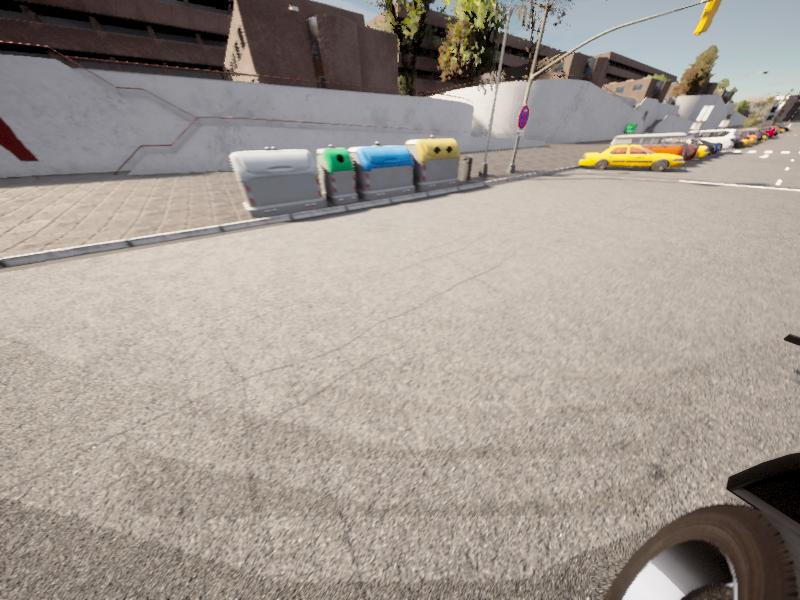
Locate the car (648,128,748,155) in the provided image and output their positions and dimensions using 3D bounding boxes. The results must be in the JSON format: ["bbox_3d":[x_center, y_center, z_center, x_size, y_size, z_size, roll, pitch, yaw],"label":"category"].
[{"bbox_3d":[29.731,-16.036,23.526,5.566,2.045,2.435,20,41,29],"label":"car"}]

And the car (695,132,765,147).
[{"bbox_3d":[47.021,-22.960,33.141,5.366,1.575,1.946,20,40,29],"label":"car"}]

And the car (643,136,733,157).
[{"bbox_3d":[27.323,-14.791,22.300,5.008,1.535,2.097,20,40,29],"label":"car"}]

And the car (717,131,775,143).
[{"bbox_3d":[61.691,-29.156,41.339,5.366,1.575,1.946,20,40,29],"label":"car"}]

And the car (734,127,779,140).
[{"bbox_3d":[73.846,-34.620,48.003,4.442,1.987,1.878,20,41,29],"label":"car"}]

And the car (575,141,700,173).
[{"bbox_3d":[15.264,-9.543,15.406,5.366,1.575,1.946,20,40,29],"label":"car"}]

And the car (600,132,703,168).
[{"bbox_3d":[17.643,-10.786,16.672,4.442,1.987,1.878,20,40,29],"label":"car"}]

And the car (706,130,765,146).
[{"bbox_3d":[51.776,-25.156,35.885,4.553,1.767,2.185,20,41,29],"label":"car"}]

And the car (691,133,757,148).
[{"bbox_3d":[44.399,-21.973,31.889,4.792,1.488,2.163,20,40,29],"label":"car"}]

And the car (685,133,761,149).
[{"bbox_3d":[42.133,-20.915,30.399,5.366,1.575,1.946,20,40,29],"label":"car"}]

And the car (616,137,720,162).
[{"bbox_3d":[22.285,-12.770,19.661,5.366,1.575,1.946,20,41,29],"label":"car"}]

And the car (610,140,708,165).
[{"bbox_3d":[19.971,-11.656,18.243,4.792,1.488,2.163,20,41,29],"label":"car"}]

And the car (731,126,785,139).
[{"bbox_3d":[76.216,-35.727,49.378,5.566,2.045,2.435,20,41,29],"label":"car"}]

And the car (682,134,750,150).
[{"bbox_3d":[39.540,-19.907,29.140,4.674,1.452,2.002,20,41,29],"label":"car"}]

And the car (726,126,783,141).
[{"bbox_3d":[71.277,-33.622,46.707,5.566,2.045,2.435,20,41,29],"label":"car"}]

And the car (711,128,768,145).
[{"bbox_3d":[54.297,-26.247,37.162,4.442,1.987,1.878,20,40,29],"label":"car"}]

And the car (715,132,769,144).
[{"bbox_3d":[59.065,-28.146,40.097,4.792,1.488,2.163,20,41,29],"label":"car"}]

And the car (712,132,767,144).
[{"bbox_3d":[56.649,-27.092,38.723,4.674,1.452,2.002,20,41,29],"label":"car"}]

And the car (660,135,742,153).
[{"bbox_3d":[32.207,-16.860,25.031,4.892,1.521,2.231,20,40,29],"label":"car"}]

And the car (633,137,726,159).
[{"bbox_3d":[24.885,-13.746,20.930,4.892,1.521,2.231,20,41,29],"label":"car"}]
